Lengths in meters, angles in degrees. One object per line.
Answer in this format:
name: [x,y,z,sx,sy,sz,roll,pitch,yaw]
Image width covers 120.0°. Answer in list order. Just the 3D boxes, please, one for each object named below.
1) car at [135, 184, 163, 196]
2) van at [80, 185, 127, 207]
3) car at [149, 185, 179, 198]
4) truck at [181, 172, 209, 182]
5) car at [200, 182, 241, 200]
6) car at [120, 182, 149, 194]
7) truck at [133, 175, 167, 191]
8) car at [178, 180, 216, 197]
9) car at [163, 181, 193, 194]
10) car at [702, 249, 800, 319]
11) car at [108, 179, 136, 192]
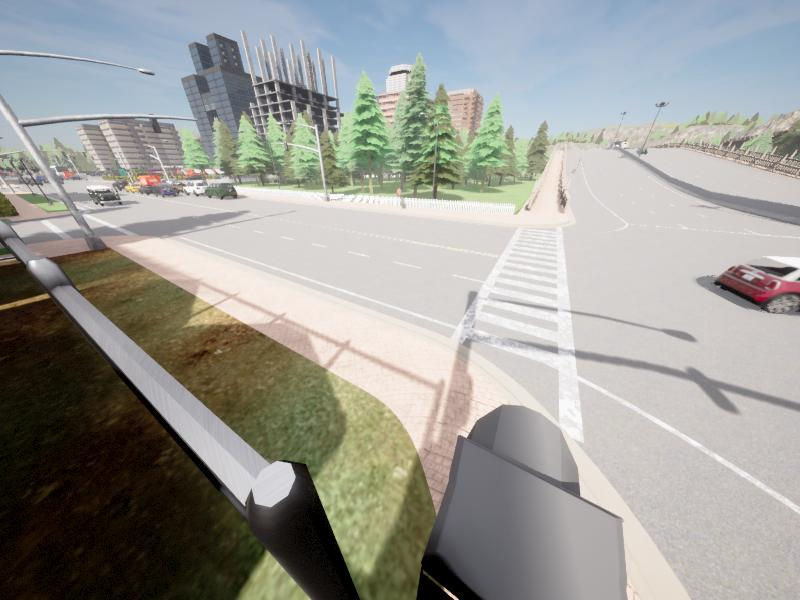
car: [-41.167,-18.094,37.870,4.193,1.474,1.816,17,34,27]
van: [-35.133,-12.382,27.412,4.480,2.038,2.069,17,34,27]
car: [-35.779,-16.477,34.990,3.705,1.549,1.789,17,34,27]
truck: [-62.560,-37.542,70.571,2.627,2.467,5.204,16,33,26]
car: [-25.721,-15.660,33.083,5.566,2.045,2.150,17,34,27]
car: [-47.118,-19.966,41.007,5.366,1.575,1.801,17,34,27]
truck: [-49.132,-23.022,45.411,5.204,2.467,2.627,17,34,27]
car: [-31.949,-17.567,36.387,5.566,2.045,2.150,17,34,27]
car: [-38.129,-19.391,39.713,4.605,1.855,1.932,17,34,27]
car: [13.229,-0.428,7.270,3.806,1.475,1.970,8,31,14]
car: [-53.123,-21.938,44.124,4.605,1.855,1.932,17,34,27]
